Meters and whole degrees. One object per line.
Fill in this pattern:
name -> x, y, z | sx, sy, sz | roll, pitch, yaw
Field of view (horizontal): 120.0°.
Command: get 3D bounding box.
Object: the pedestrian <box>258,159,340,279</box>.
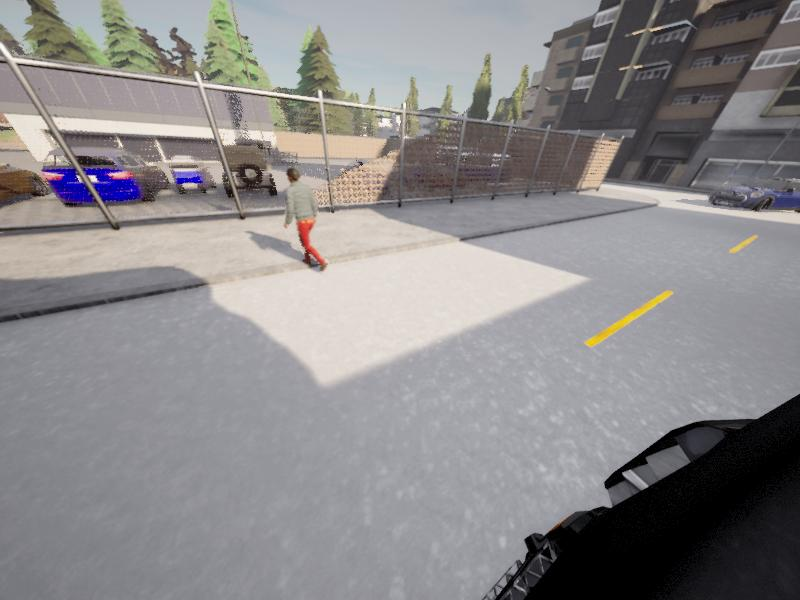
pedestrian -> -1.723, -1.447, 4.204 | 0.751, 1.860, 0.751 | 21, 37, 24

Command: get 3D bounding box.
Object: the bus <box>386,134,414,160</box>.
bus -> 0.241, -33.523, 50.653 | 3.944, 4.253, 10.273 | 8, 35, 10

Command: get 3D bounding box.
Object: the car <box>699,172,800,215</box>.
car -> 20.908, -6.069, 13.152 | 4.553, 1.767, 2.097 | 0, 34, -4

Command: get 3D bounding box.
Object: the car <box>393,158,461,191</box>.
car -> 1.641, -7.805, 14.336 | 3.705, 1.547, 1.789 | -16, 38, -26
